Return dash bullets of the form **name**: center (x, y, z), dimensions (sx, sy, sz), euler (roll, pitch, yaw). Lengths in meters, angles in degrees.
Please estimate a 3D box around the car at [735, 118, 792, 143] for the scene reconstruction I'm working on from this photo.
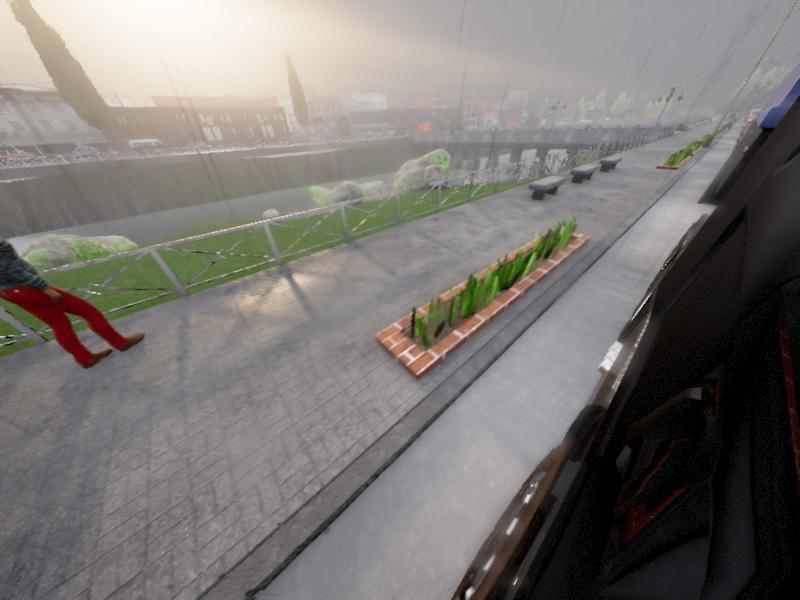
- **car**: center (31.213, -14.670, 19.967), dimensions (4.514, 1.525, 2.007), euler (-28, 44, -30)

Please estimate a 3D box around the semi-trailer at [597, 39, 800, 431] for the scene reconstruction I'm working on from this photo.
- **semi-trailer**: center (8.713, -3.596, 4.212), dimensions (14.254, 4.402, 2.717), euler (-28, 44, -30)

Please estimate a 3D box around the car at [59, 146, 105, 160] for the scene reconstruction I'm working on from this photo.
- **car**: center (-49.242, -22.854, 35.932), dimensions (3.806, 1.475, 1.970), euler (-29, 44, -30)

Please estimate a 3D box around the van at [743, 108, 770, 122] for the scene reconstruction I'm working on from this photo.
- **van**: center (82.331, -42.757, 53.424), dimensions (6.366, 2.431, 2.351), euler (-28, 44, -30)

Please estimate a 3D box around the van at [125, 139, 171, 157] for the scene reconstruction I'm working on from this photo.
- **van**: center (-40.543, -24.652, 37.313), dimensions (4.480, 2.038, 2.069), euler (-28, 44, -30)

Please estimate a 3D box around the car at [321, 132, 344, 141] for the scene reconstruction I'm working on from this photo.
- **car**: center (-16.720, -40.542, 57.336), dimensions (4.856, 1.649, 2.033), euler (-28, 44, -30)

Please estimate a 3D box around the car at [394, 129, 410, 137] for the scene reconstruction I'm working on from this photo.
- **car**: center (0.601, -46.780, 64.578), dimensions (3.988, 1.617, 1.851), euler (-28, 44, -30)

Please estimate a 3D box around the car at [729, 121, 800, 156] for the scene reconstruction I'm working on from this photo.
- **car**: center (23.112, -10.284, 14.631), dimensions (4.514, 1.525, 2.007), euler (-28, 44, -30)

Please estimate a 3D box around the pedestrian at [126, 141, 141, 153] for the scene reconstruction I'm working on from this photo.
- **pedestrian**: center (-49.537, -28.492, 42.949), dimensions (0.751, 1.860, 0.751), euler (-16, 39, -17)

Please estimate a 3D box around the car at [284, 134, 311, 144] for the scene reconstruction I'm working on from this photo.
- **car**: center (-23.401, -36.918, 52.913), dimensions (5.238, 1.638, 1.930), euler (-29, 44, -30)

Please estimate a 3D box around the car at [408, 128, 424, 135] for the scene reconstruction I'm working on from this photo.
- **car**: center (4.984, -52.287, 71.696), dimensions (5.008, 1.535, 1.882), euler (-28, 44, -30)

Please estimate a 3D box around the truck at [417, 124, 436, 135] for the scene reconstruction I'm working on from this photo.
- **truck**: center (7.867, -51.077, 69.126), dimensions (5.204, 2.467, 2.627), euler (-28, 44, -30)

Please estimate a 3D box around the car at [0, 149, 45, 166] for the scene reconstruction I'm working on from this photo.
- **car**: center (-54.683, -19.966, 32.305), dimensions (5.027, 1.651, 2.152), euler (-28, 44, -30)

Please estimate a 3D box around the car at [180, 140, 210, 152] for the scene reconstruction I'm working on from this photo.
- **car**: center (-38.277, -28.800, 43.167), dimensions (3.806, 1.475, 1.970), euler (-29, 44, -30)

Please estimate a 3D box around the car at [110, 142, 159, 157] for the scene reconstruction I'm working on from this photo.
- **car**: center (-44.533, -25.479, 38.997), dimensions (5.238, 1.638, 1.930), euler (-28, 44, -30)

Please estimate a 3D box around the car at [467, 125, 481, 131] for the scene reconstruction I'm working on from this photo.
- **car**: center (26.146, -60.607, 81.452), dimensions (5.366, 1.575, 1.801), euler (-28, 44, -30)

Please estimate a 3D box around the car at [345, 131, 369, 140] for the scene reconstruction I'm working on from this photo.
- **car**: center (-10.590, -40.730, 57.189), dimensions (5.238, 1.638, 1.930), euler (-28, 44, -30)

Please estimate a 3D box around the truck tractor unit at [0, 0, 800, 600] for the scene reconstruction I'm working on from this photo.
- **truck tractor unit**: center (2.645, -0.295, 0.351), dimensions (6.516, 4.208, 3.053), euler (-28, 44, -30)

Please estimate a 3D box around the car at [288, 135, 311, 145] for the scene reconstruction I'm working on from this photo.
- **car**: center (-21.733, -34.622, 49.888), dimensions (3.806, 1.475, 1.970), euler (-28, 44, -30)

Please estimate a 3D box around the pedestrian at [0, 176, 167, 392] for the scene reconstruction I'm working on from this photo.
- **pedestrian**: center (-3.470, -0.068, 2.193), dimensions (0.751, 1.860, 0.751), euler (8, 38, 14)

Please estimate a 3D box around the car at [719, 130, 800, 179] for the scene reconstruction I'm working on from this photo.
- **car**: center (16.325, -6.531, 10.188), dimensions (4.181, 1.385, 1.994), euler (-28, 43, -29)

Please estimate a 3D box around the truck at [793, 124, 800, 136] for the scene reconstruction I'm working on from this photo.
- **truck**: center (41.761, -17.480, 22.573), dimensions (6.274, 2.098, 2.390), euler (-28, 44, -30)
